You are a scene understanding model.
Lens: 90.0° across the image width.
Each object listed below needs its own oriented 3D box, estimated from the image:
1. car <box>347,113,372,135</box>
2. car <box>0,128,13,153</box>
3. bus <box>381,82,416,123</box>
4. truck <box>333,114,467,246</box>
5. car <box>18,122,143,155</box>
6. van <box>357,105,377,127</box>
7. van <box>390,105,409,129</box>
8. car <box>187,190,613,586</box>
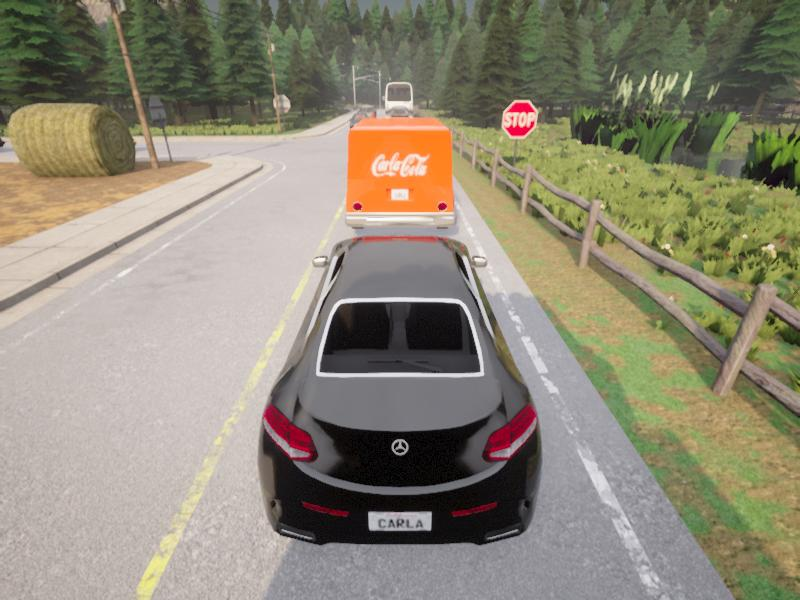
[{"bbox_3d":[-3.497,-15.426,34.925,1.789,1.549,3.705,0,27,0],"label":"car"},{"bbox_3d":[-25.914,-9.181,23.135,4.718,1.301,1.895,-1,27,-2],"label":"car"},{"bbox_3d":[-0.338,-25.035,50.683,3.944,4.253,10.273,-1,27,-1],"label":"bus"},{"bbox_3d":[0.002,-3.487,10.694,2.627,2.467,5.204,0,27,0],"label":"truck"},{"bbox_3d":[-18.499,-9.473,23.391,5.366,1.575,1.801,-1,27,-2],"label":"car"},{"bbox_3d":[-3.502,-20.056,43.468,1.775,1.987,4.442,0,27,0],"label":"van"},{"bbox_3d":[-0.037,-18.608,40.647,1.775,1.987,4.442,0,27,0],"label":"van"},{"bbox_3d":[0.000,0.103,4.635,2.152,1.651,5.027,0,27,0],"label":"car"}]
